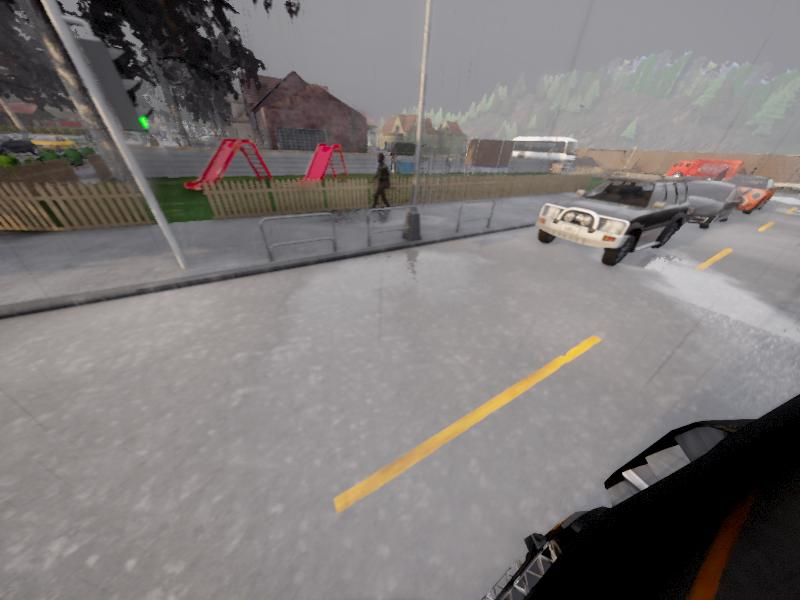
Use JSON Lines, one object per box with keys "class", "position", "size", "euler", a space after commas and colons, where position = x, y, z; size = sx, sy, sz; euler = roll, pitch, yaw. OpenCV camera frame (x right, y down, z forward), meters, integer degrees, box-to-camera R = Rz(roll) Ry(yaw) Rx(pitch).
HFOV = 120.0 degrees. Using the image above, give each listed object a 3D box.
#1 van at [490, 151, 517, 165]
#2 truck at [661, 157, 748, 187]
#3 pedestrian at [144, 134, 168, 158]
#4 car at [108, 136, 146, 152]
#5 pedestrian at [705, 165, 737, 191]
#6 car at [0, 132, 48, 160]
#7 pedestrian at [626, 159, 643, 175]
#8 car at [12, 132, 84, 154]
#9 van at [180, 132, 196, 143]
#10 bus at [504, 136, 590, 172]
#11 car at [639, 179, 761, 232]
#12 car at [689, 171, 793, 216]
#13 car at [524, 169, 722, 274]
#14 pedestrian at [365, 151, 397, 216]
{"class": "van", "position": [20.852, -28.668, 46.593], "size": [1.775, 1.987, 4.442], "euler": [-16, 38, -26]}
{"class": "truck", "position": [34.842, -14.867, 26.717], "size": [2.627, 2.467, 5.204], "euler": [-16, 39, -26]}
{"class": "pedestrian", "position": [-22.834, -14.395, 21.648], "size": [0.751, 1.860, 0.751], "euler": [-17, 38, -27]}
{"class": "car", "position": [-34.213, -19.640, 29.083], "size": [1.845, 1.501, 3.633], "euler": [-16, 38, -26]}
{"class": "pedestrian", "position": [27.926, -10.631, 20.137], "size": [0.751, 1.860, 0.751], "euler": [-16, 38, -26]}
{"class": "car", "position": [-30.973, -12.002, 17.863], "size": [2.152, 1.651, 5.027], "euler": [-16, 38, -26]}
{"class": "pedestrian", "position": [34.259, -19.400, 33.731], "size": [0.751, 1.860, 0.751], "euler": [-1, 34, -6]}
{"class": "car", "position": [-34.572, -15.577, 22.944], "size": [1.801, 1.575, 5.366], "euler": [-16, 38, -26]}
{"class": "van", "position": [-60.811, -46.689, 66.338], "size": [1.988, 2.561, 5.915], "euler": [-16, 38, -26]}
{"class": "bus", "position": [22.744, -23.452, 36.927], "size": [3.944, 4.253, 10.273], "euler": [-16, 38, -26]}
{"class": "car", "position": [12.796, -4.178, 9.846], "size": [4.892, 1.490, 1.837], "euler": [-16, 38, -26]}
{"class": "car", "position": [18.787, -5.996, 12.773], "size": [4.553, 1.767, 2.097], "euler": [-16, 38, -26]}
{"class": "car", "position": [5.986, -2.395, 6.289], "size": [4.605, 1.855, 1.932], "euler": [-16, 38, -26]}
{"class": "pedestrian", "position": [-0.635, -3.903, 7.792], "size": [0.751, 1.860, 0.751], "euler": [-16, 38, -26]}
